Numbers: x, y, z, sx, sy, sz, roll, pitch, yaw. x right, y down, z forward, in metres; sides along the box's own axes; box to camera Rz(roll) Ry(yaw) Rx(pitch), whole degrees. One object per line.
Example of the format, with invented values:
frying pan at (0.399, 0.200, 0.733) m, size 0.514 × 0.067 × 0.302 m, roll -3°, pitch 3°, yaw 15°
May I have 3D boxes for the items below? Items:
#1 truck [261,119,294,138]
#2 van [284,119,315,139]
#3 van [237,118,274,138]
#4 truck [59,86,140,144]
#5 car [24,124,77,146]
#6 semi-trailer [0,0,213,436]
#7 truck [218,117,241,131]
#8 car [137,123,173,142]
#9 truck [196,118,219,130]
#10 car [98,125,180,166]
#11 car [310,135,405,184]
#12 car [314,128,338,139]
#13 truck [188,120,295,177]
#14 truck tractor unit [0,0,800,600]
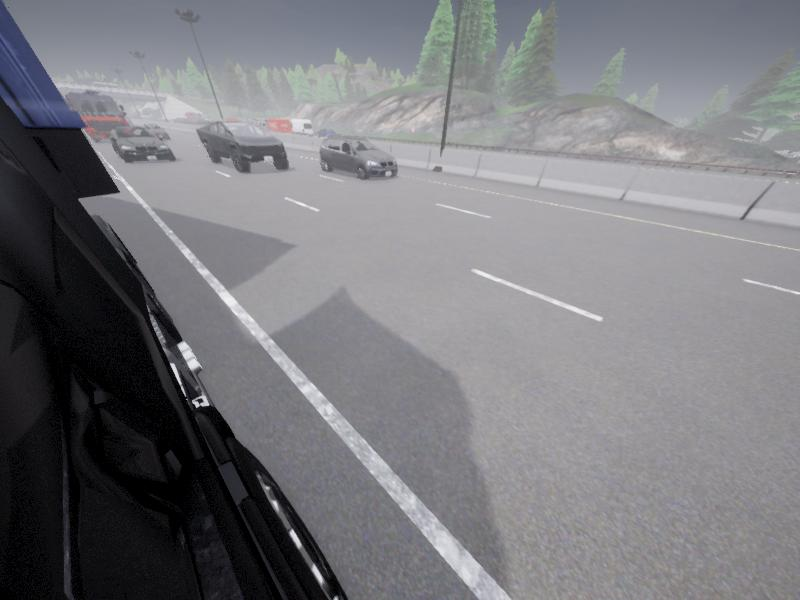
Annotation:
truck at (-20.960, -29.414, 39.571) m, size 5.204 × 2.467 × 2.627 m, roll 29°, pitch 44°, yaw 31°
van at (-17.955, -30.563, 41.215) m, size 5.915 × 2.561 × 1.988 m, roll 29°, pitch 44°, yaw 31°
van at (-23.677, -28.114, 37.710) m, size 6.366 × 2.431 × 2.351 m, roll 29°, pitch 44°, yaw 31°
truck at (-29.066, -17.691, 22.337) m, size 8.468 × 3.827 × 2.891 m, roll 29°, pitch 44°, yaw 31°
car at (-28.889, -13.763, 19.221) m, size 4.718 × 1.301 × 1.895 m, roll 29°, pitch 44°, yaw 31°
semi-trailer at (-9.590, -2.770, 3.077) m, size 14.254 × 4.402 × 2.717 m, roll 16°, pitch 39°, yaw 18°
truck at (-43.261, -44.617, 58.534) m, size 5.204 × 2.467 × 2.627 m, roll 29°, pitch 44°, yaw 31°
car at (-27.283, -18.659, 25.691) m, size 4.193 × 1.474 × 1.816 m, roll 31°, pitch 45°, yaw 32°
truck at (-49.270, -45.010, 59.017) m, size 6.274 × 2.098 × 2.390 m, roll 29°, pitch 44°, yaw 31°
car at (-15.408, -9.218, 13.635) m, size 4.611 × 1.667 × 2.242 m, roll 29°, pitch 44°, yaw 31°
car at (-2.263, -7.503, 12.111) m, size 4.611 × 1.667 × 2.242 m, roll 29°, pitch 44°, yaw 31°
car at (-13.556, -30.485, 42.253) m, size 4.193 × 1.474 × 1.816 m, roll 29°, pitch 44°, yaw 31°
truck at (-8.756, -8.491, 12.694) m, size 6.274 × 2.098 × 2.390 m, roll 29°, pitch 44°, yaw 31°
truck tractor unit at (-2.645, -0.295, 0.351) m, size 6.516 × 4.208 × 3.053 m, roll 28°, pitch 44°, yaw 30°
